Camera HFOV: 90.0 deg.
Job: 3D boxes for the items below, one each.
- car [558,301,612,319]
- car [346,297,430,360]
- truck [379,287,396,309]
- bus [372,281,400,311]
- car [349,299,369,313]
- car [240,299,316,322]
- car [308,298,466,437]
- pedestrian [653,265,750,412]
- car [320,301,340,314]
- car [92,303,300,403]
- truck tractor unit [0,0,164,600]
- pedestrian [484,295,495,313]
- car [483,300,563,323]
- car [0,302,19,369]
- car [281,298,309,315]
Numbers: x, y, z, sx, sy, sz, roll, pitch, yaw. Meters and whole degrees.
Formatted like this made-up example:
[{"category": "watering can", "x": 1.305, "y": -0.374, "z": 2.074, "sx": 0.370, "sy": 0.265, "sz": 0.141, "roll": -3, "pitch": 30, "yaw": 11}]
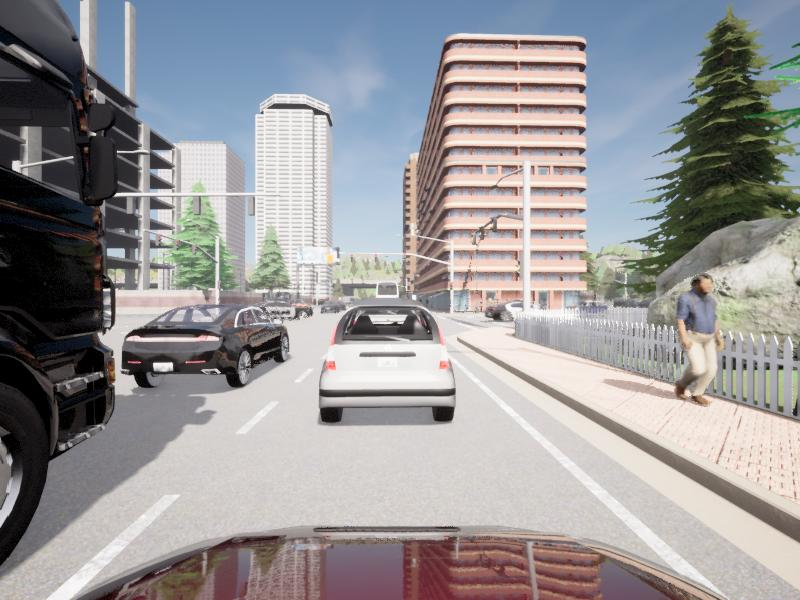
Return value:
[{"category": "car", "x": 15.441, "y": 0.798, "z": 33.417, "sx": 3.806, "sy": 1.475, "sz": 1.970, "roll": 0, "pitch": 0, "yaw": -22}, {"category": "car", "x": -0.383, "y": 0.756, "z": 12.936, "sx": 2.242, "sy": 1.667, "sz": 4.611, "roll": 0, "pitch": 0, "yaw": -2}, {"category": "truck", "x": -2.345, "y": -0.325, "z": 74.066, "sx": 2.891, "sy": 3.827, "sz": 8.468, "roll": 0, "pitch": 0, "yaw": -2}, {"category": "bus", "x": -2.067, "y": -0.533, "z": 61.354, "sx": 3.944, "sy": 4.253, "sz": 10.273, "roll": 0, "pitch": 0, "yaw": -2}, {"category": "car", "x": -5.143, "y": 0.752, "z": 51.298, "sx": 2.242, "sy": 1.667, "sz": 4.611, "roll": 0, "pitch": -1, "yaw": -2}, {"category": "car", "x": -9.267, "y": 0.763, "z": 30.663, "sx": 5.238, "sy": 1.638, "sz": 1.930, "roll": 0, "pitch": 0, "yaw": -40}, {"category": "car", "x": -0.207, "y": 0.788, "z": 6.686, "sx": 1.851, "sy": 1.617, "sz": 3.988, "roll": 0, "pitch": 0, "yaw": -2}, {"category": "pedestrian", "x": 4.078, "y": 0.485, "z": 5.461, "sx": 0.751, "sy": 1.860, "sz": 0.751, "roll": 0, "pitch": 0, "yaw": -2}, {"category": "car", "x": -8.566, "y": 0.844, "z": 49.348, "sx": 1.837, "sy": 1.490, "sz": 4.892, "roll": 0, "pitch": 0, "yaw": -2}, {"category": "car", "x": -3.774, "y": 0.836, "z": 8.674, "sx": 2.128, "sy": 1.511, "sz": 4.902, "roll": 0, "pitch": 0, "yaw": -2}, {"category": "truck tractor unit", "x": -3.404, "y": -0.516, "z": 0.105, "sx": 3.053, "sy": 4.208, "sz": 6.516, "roll": 0, "pitch": 0, "yaw": -3}, {"category": "pedestrian", "x": 9.334, "y": 0.429, "z": 41.659, "sx": 0.751, "sy": 1.860, "sz": 0.751, "roll": 0, "pitch": 0, "yaw": -37}, {"category": "car", "x": 8.579, "y": 0.772, "z": 28.061, "sx": 4.974, "sy": 1.542, "sz": 2.038, "roll": 0, "pitch": 0, "yaw": -8}, {"category": "car", "x": -9.683, "y": 0.823, "z": 7.133, "sx": 1.882, "sy": 1.535, "sz": 5.008, "roll": 0, "pitch": 0, "yaw": -13}, {"category": "car", "x": -11.956, "y": 0.694, "z": 45.747, "sx": 2.097, "sy": 1.767, "sz": 4.553, "roll": 0, "pitch": 0, "yaw": -2}]
